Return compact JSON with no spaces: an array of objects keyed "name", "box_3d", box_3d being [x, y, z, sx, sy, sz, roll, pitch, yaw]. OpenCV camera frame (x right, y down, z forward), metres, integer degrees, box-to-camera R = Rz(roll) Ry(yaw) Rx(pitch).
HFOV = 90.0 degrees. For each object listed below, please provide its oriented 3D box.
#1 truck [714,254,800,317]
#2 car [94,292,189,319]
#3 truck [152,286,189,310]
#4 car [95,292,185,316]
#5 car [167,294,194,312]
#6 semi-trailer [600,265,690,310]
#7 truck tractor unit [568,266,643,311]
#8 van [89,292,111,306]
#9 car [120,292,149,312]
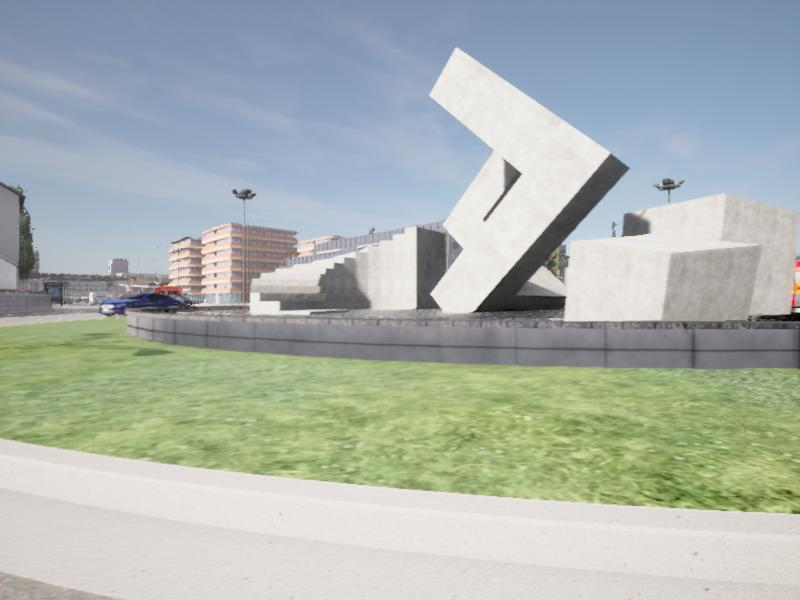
[{"name":"truck","box_3d":[25.505,-0.905,25.712,2.891,3.827,8.468,0,0,-13]},{"name":"car","box_3d":[-15.364,0.284,24.088,1.812,1.442,4.674,0,0,19]},{"name":"truck","box_3d":[-25.375,-0.217,44.100,2.627,2.467,5.204,0,0,-40]},{"name":"car","box_3d":[-17.754,0.239,27.637,1.882,1.535,5.008,0,0,26]},{"name":"car","box_3d":[-19.812,0.246,35.994,2.038,1.542,4.974,0,0,-30]},{"name":"semi-trailer","box_3d":[27.320,-1.196,44.047,14.254,4.402,2.717,0,0,-34]},{"name":"truck tractor unit","box_3d":[20.540,-1.103,40.037,6.516,4.208,3.053,0,0,-20]},{"name":"van","box_3d":[-57.099,-0.184,76.057,6.366,2.431,2.351,0,0,45]},{"name":"car","box_3d":[-23.639,0.198,35.732,2.033,1.649,4.856,0,0,-32]}]
